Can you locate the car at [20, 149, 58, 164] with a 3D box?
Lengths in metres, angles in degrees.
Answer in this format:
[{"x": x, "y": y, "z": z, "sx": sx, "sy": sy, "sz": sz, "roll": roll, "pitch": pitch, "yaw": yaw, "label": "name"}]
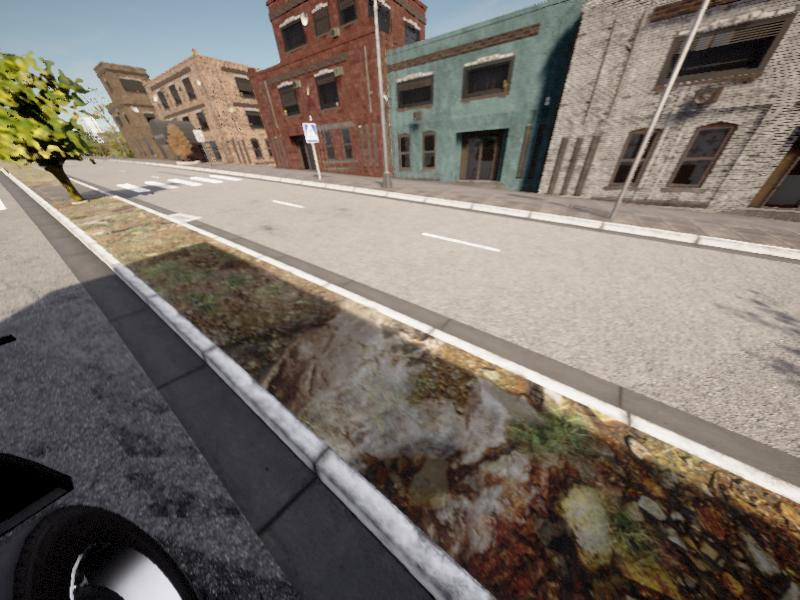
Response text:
[{"x": -47.938, "y": -19.124, "z": 30.700, "sx": 5.008, "sy": 1.535, "sz": 1.882, "roll": 19, "pitch": 39, "yaw": 27, "label": "car"}]
